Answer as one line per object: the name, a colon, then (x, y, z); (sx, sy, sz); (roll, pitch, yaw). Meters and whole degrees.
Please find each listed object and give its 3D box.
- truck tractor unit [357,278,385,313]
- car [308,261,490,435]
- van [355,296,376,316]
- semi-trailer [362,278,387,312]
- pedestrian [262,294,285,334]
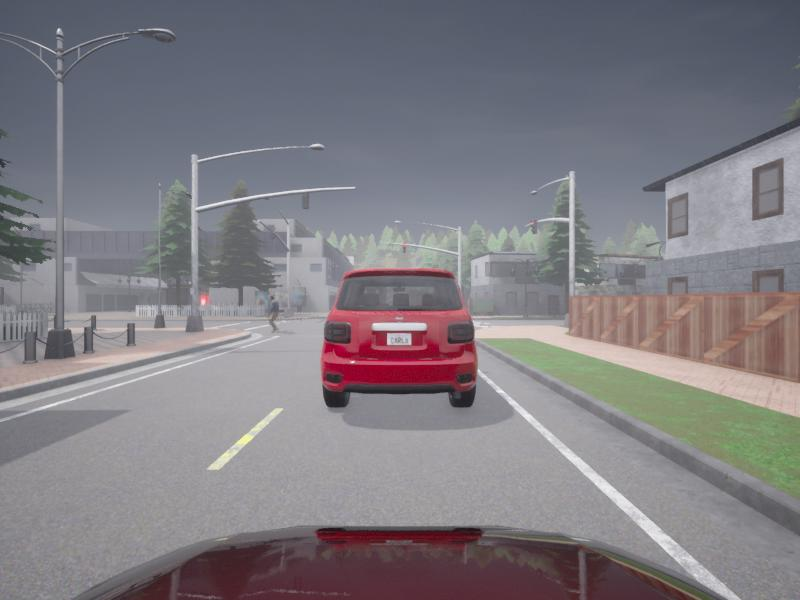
truck tractor unit: (-3.568, -0.512, 51.136); (3.053, 4.208, 6.516); (0, 0, 0)
car: (-0.013, 0.568, 7.496); (2.150, 2.045, 5.566); (0, 0, 0)
van: (-3.563, 0.598, 41.977); (1.775, 1.987, 4.442); (0, 0, 0)
semi-trailer: (-3.525, -0.617, 59.050); (2.717, 4.402, 14.254); (0, 0, 0)
pedestrian: (-5.897, 0.637, 18.728); (0.751, 1.860, 0.751); (0, 0, 11)
